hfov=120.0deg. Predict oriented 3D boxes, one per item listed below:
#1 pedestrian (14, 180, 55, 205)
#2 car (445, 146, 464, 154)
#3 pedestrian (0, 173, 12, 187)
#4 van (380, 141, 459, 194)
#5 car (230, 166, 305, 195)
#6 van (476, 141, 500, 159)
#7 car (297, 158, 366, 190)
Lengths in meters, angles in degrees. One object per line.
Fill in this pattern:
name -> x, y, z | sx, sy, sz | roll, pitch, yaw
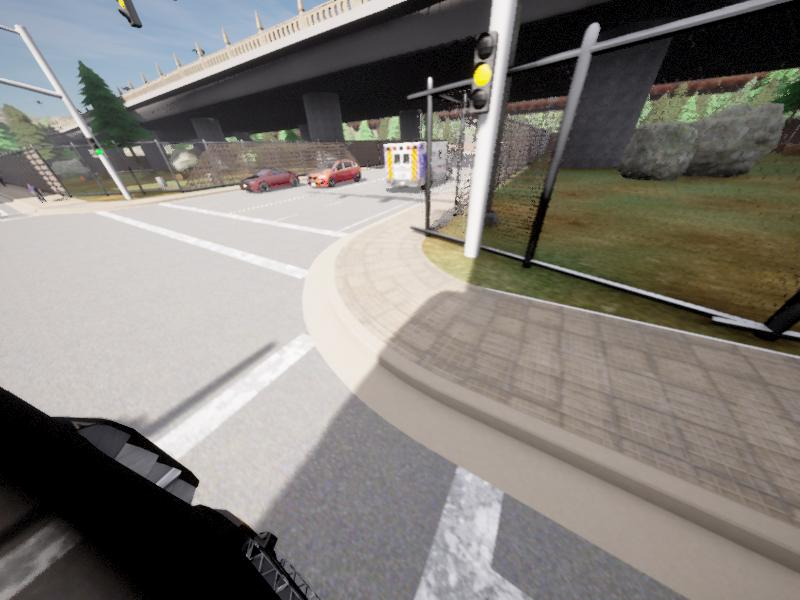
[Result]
pedestrian -> -23.127, -6.848, 14.670 | 0.751, 1.300, 0.751 | -30, 42, -34
car -> 16.353, -44.990, 69.362 | 5.238, 1.638, 1.930 | 16, 38, 26
pedestrian -> -50.252, -15.232, 28.988 | 0.751, 1.860, 0.751 | 18, 39, 29
van -> 1.560, -8.855, 15.153 | 2.351, 2.431, 6.366 | 16, 38, 26
car -> -9.597, -8.916, 17.089 | 1.994, 1.385, 4.181 | 16, 38, 26
van -> 15.565, -26.483, 40.714 | 2.351, 2.431, 6.366 | 16, 38, 26
car -> -5.032, -9.731, 17.686 | 2.242, 1.667, 4.611 | 16, 38, 26
